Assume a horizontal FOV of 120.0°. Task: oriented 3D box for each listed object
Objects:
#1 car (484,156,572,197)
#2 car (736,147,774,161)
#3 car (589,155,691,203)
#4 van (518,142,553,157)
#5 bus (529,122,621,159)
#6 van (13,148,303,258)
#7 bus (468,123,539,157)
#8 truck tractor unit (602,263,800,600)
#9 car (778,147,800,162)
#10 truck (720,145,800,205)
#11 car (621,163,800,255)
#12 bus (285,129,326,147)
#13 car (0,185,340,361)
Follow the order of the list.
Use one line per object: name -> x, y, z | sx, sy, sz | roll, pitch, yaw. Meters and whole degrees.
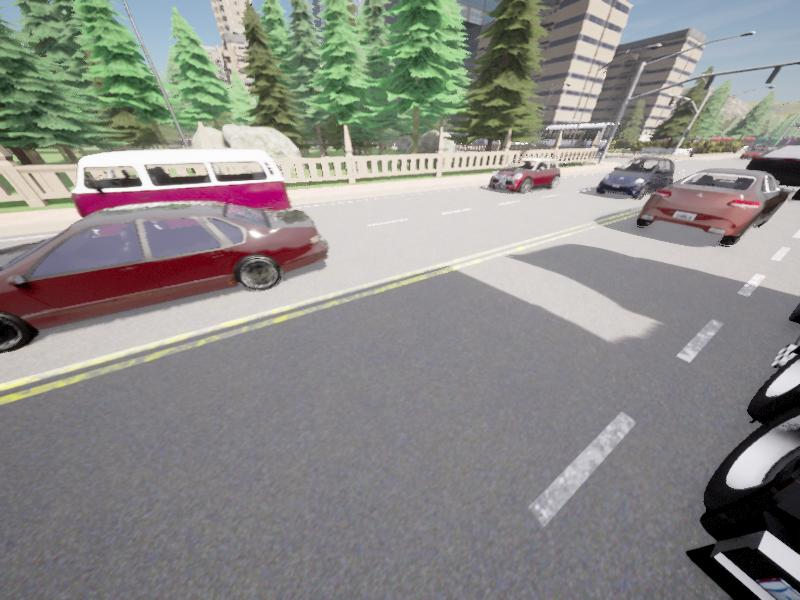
car -> 6.746, -6.666, 12.294 | 3.806, 1.475, 1.970 | -18, 39, -24
car -> 52.109, -21.487, 33.874 | 4.514, 1.525, 2.007 | -18, 39, -24
car -> 11.651, -6.005, 11.280 | 3.988, 1.617, 1.851 | -18, 39, -24
van -> 22.668, -25.439, 38.857 | 1.775, 1.987, 4.442 | -19, 39, -25
bus -> 27.394, -25.613, 37.174 | 3.944, 4.253, 10.273 | -18, 39, -24
van -> -5.442, -2.917, 6.332 | 4.480, 2.038, 2.069 | -18, 39, -25
bus -> 17.353, -27.761, 40.153 | 3.944, 4.253, 10.273 | -19, 39, -26
truck tractor unit -> 5.108, -0.303, 0.784 | 6.516, 4.208, 3.053 | -18, 39, -24
car -> 55.868, -20.398, 32.351 | 4.974, 1.542, 2.038 | -18, 39, -25
truck -> 19.660, -6.503, 11.637 | 6.274, 2.098, 2.390 | -18, 39, -24
car -> 9.594, -3.024, 6.982 | 5.027, 1.651, 2.152 | -18, 39, -24
bus -> -27.191, -47.062, 67.254 | 10.273, 4.253, 3.944 | -10, 36, -14
car -> -4.028, -0.802, 3.877 | 5.357, 1.411, 2.033 | -18, 39, -24
